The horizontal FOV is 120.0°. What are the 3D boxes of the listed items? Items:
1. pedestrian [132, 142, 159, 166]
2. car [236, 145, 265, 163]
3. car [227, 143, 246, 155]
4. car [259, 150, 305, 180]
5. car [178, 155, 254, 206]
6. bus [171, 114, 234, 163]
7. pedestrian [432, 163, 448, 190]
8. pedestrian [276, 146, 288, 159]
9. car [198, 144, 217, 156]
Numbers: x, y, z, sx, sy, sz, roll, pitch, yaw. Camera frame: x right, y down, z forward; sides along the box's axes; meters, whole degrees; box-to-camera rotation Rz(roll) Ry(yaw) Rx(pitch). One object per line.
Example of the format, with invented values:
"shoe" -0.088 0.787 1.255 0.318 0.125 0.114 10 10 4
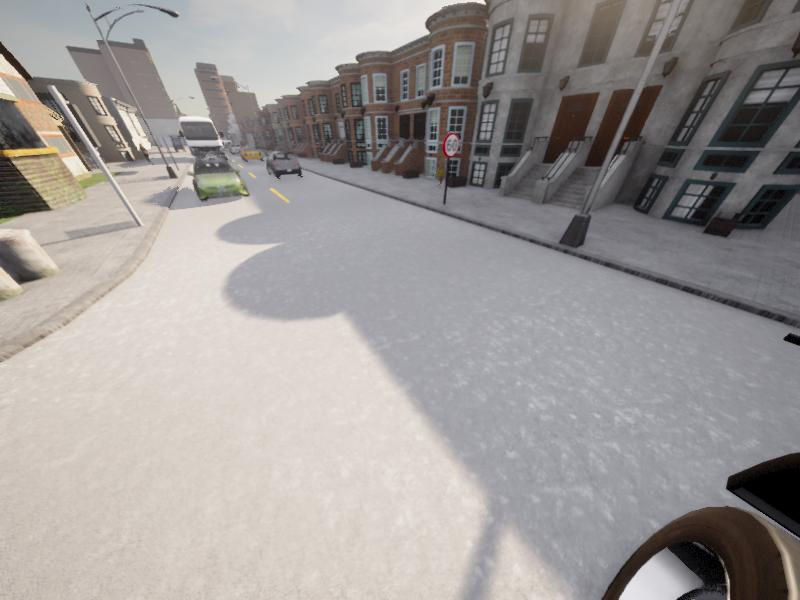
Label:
"pedestrian" -23.859 -13.684 21.662 0.751 1.860 0.751 15 38 21
"car" -17.592 -17.221 27.091 1.801 1.575 5.366 -22 41 -28
"car" -27.648 -25.448 38.927 1.970 1.475 3.806 -22 41 -28
"car" -8.233 -9.478 16.085 1.845 1.501 3.633 -22 41 -27
"car" -8.608 -5.806 10.882 2.007 1.525 4.514 -22 41 -28
"bus" -24.384 -20.031 28.815 3.944 4.253 10.273 -22 41 -28
"pedestrian" 1.921 -5.962 11.166 0.500 1.100 0.500 -17 38 -22
"pedestrian" -14.302 -17.840 27.964 0.751 1.300 0.751 1 35 2
"car" -31.872 -24.928 38.208 1.837 1.490 4.892 -22 41 -28
